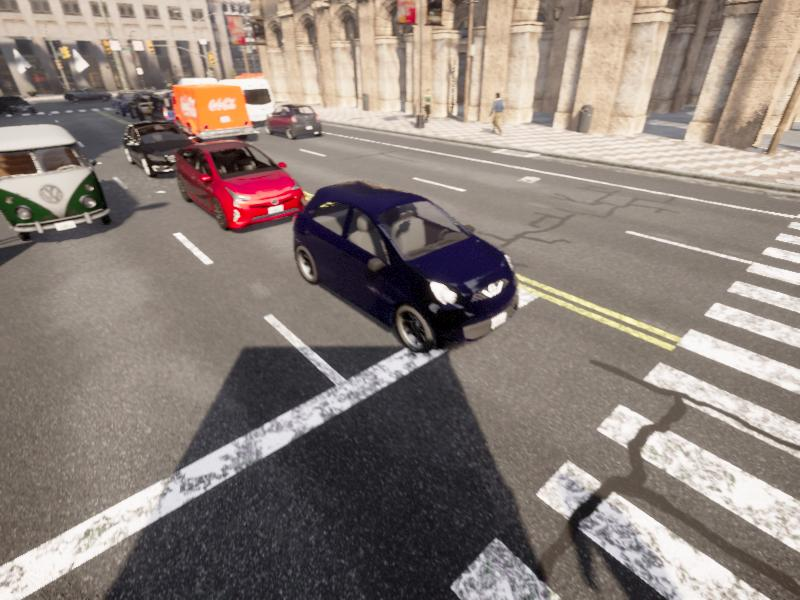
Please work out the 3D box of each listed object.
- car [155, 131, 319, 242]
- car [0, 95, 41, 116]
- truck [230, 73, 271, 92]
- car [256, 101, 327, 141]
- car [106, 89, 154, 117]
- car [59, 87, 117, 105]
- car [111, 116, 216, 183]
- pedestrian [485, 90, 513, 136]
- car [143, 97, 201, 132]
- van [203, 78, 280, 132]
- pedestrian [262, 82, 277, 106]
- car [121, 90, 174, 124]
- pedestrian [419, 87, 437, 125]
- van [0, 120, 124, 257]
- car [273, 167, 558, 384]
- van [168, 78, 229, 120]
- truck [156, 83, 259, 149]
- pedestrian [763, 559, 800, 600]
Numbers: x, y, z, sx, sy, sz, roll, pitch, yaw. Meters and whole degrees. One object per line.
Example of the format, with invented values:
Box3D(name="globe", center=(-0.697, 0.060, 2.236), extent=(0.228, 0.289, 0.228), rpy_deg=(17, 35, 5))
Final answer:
Box3D(name="car", center=(-4.127, -3.031, 9.866), extent=(2.007, 1.525, 4.514), rpy_deg=(-24, 37, -34))
Box3D(name="car", center=(-33.540, -16.953, 34.812), extent=(4.674, 1.442, 1.812), rpy_deg=(19, 35, 31))
Box3D(name="truck", center=(-23.894, -34.811, 64.029), extent=(5.204, 2.467, 2.627), rpy_deg=(-24, 37, -33))
Box3D(name="car", center=(-5.626, -9.291, 20.631), extent=(1.845, 1.501, 3.633), rpy_deg=(-24, 37, -34))
Box3D(name="car", center=(-22.052, -16.129, 32.651), extent=(2.097, 1.767, 4.553), rpy_deg=(-24, 37, -33))
Box3D(name="car", center=(-36.686, -24.083, 47.128), extent=(4.902, 1.511, 2.128), rpy_deg=(-24, 37, -33))
Box3D(name="car", center=(-8.593, -5.548, 14.363), extent=(1.837, 1.490, 4.892), rpy_deg=(-24, 37, -34))
Box3D(name="pedestrian", center=(4.543, -8.641, 18.486), extent=(0.751, 1.860, 0.751), rpy_deg=(-19, 34, -27))
Box3D(name="car", center=(-14.039, -11.448, 24.543), extent=(1.851, 1.617, 3.988), rpy_deg=(-24, 37, -34))
Box3D(name="van", center=(-9.845, -12.150, 24.674), extent=(1.988, 2.561, 5.915), rpy_deg=(-24, 37, -34))
Box3D(name="pedestrian", center=(-11.866, -18.719, 36.313), extent=(0.751, 1.860, 0.751), rpy_deg=(-22, 36, -31))
Box3D(name="car", center=(-18.109, -13.911, 28.633), extent=(1.932, 1.855, 4.605), rpy_deg=(-24, 37, -34))
Box3D(name="pedestrian", center=(1.577, -10.927, 22.502), extent=(0.751, 1.860, 0.751), rpy_deg=(-11, 32, -16))
Box3D(name="van", center=(-8.150, -2.810, 9.174), extent=(1.775, 1.987, 4.442), rpy_deg=(-24, 37, -34))
Box3D(name="car", center=(-0.027, -0.711, 5.748), extent=(1.845, 1.501, 3.633), rpy_deg=(-24, 37, -34))
Box3D(name="van", center=(-15.283, -15.289, 30.239), extent=(1.988, 2.561, 5.915), rpy_deg=(-24, 37, -34))
Box3D(name="truck", center=(-9.527, -9.213, 19.704), extent=(2.627, 2.467, 5.204), rpy_deg=(-24, 37, -34))
Box3D(name="pedestrian", center=(1.797, 1.577, 1.390), extent=(0.751, 1.860, 0.751), rpy_deg=(21, 37, 33))
